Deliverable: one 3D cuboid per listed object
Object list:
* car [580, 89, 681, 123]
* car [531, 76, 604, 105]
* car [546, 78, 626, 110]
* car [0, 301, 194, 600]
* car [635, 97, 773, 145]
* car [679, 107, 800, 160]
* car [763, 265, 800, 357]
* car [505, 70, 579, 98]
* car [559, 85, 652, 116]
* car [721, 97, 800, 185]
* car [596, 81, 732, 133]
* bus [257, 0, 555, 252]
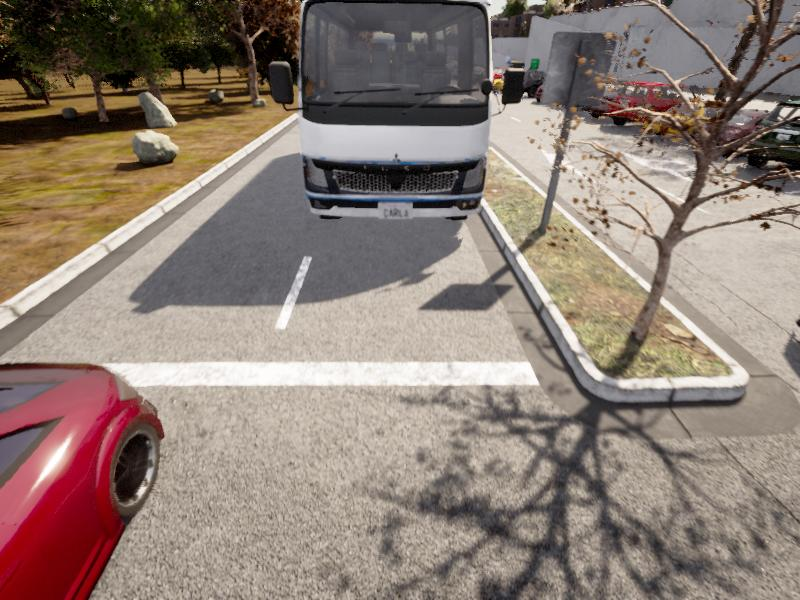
[{"bbox_3d":[13.125,-11.128,22.894,4.792,1.488,2.163,-11,33,-20],"label":"car"},{"bbox_3d":[12.732,-15.939,30.469,4.553,1.767,2.185,-11,33,-20],"label":"car"},{"bbox_3d":[12.908,-14.385,27.925,4.553,1.767,2.185,-11,34,-20],"label":"car"},{"bbox_3d":[-2.815,1.698,1.560,1.994,1.385,4.181,-1,31,-3],"label":"car"},{"bbox_3d":[13.495,-8.047,17.811,5.366,1.575,1.946,-11,33,-20],"label":"car"},{"bbox_3d":[13.424,-6.410,15.211,4.674,1.452,2.002,-11,33,-19],"label":"car"},{"bbox_3d":[5.714,0.819,3.088,1.816,1.474,4.193,0,30,-1],"label":"car"},{"bbox_3d":[12.562,-19.176,35.551,5.566,2.045,2.435,-11,33,-20],"label":"car"},{"bbox_3d":[12.994,-12.708,25.423,4.892,1.521,2.231,-11,34,-20],"label":"car"},{"bbox_3d":[13.564,-5.094,12.507,5.566,2.045,2.435,-11,33,-19],"label":"car"},{"bbox_3d":[13.245,-9.800,20.189,5.566,2.045,2.435,-11,33,-20],"label":"car"},{"bbox_3d":[-0.085,-5.383,10.448,3.944,4.253,10.273,0,32,-2],"label":"bus"}]
